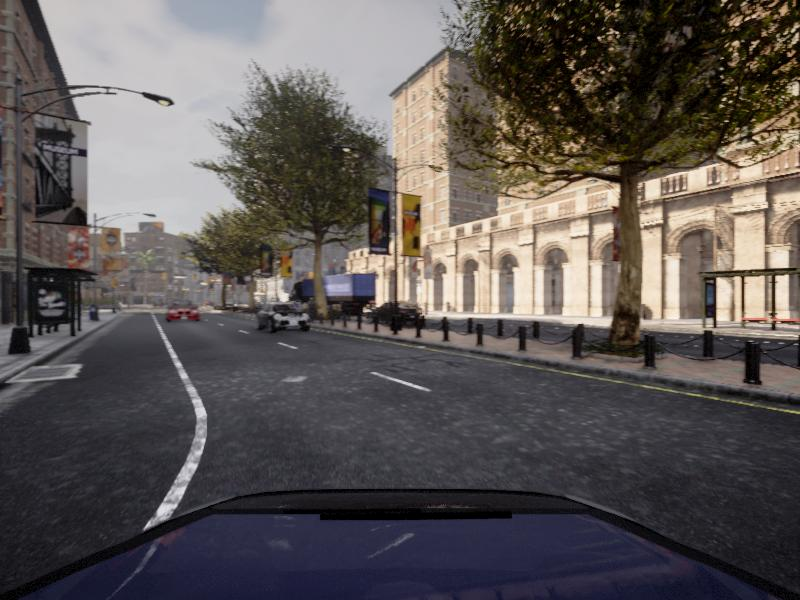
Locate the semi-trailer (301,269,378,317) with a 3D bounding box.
[{"bbox_3d":[-7.131,-0.600,43.628,2.717,4.402,14.254,0,0,-33],"label":"semi-trailer"}]

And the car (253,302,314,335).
[{"bbox_3d":[-6.049,0.872,20.499,1.970,1.475,3.806,0,0,-33],"label":"car"}]

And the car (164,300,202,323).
[{"bbox_3d":[-17.012,0.809,31.224,2.242,1.667,4.611,0,0,-33],"label":"car"}]

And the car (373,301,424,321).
[{"bbox_3d":[-0.207,0.841,32.763,1.837,1.490,4.892,0,-1,-32],"label":"car"}]

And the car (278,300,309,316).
[{"bbox_3d":[-12.011,0.814,44.781,2.033,1.649,4.856,0,0,-32],"label":"car"}]

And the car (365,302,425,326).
[{"bbox_3d":[-0.465,0.870,26.699,1.812,1.442,4.674,0,0,-32],"label":"car"}]

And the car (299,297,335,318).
[{"bbox_3d":[-8.049,0.680,38.558,1.932,1.855,4.605,0,1,-32],"label":"car"}]

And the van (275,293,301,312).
[{"bbox_3d":[-16.280,0.371,58.005,1.988,2.561,5.915,0,0,-32],"label":"van"}]

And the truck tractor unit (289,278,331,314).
[{"bbox_3d":[-11.392,-0.466,50.306,3.053,4.208,6.516,0,0,-32],"label":"truck tractor unit"}]
